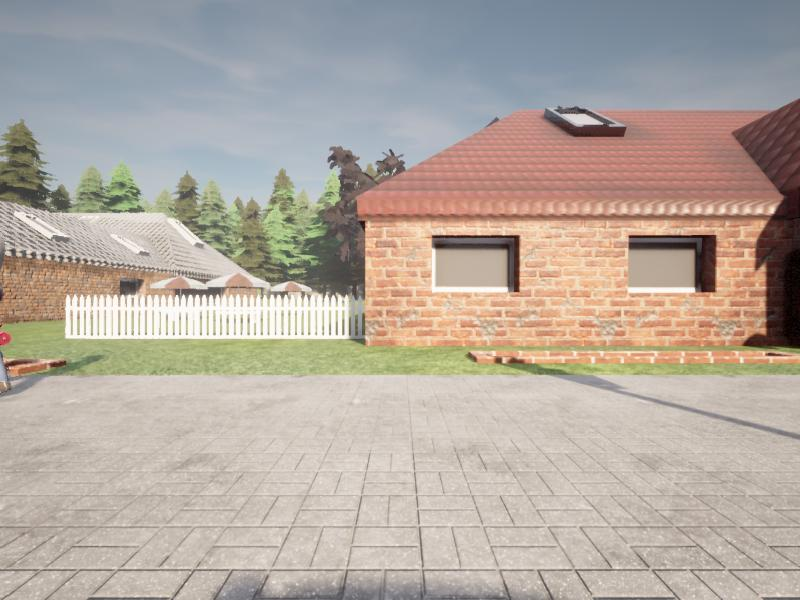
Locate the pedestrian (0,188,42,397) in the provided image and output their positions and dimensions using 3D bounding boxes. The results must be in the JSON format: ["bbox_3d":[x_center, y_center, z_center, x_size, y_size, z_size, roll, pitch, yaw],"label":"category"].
[{"bbox_3d":[-3.932,-0.067,3.600,0.751,1.860,0.751,0,0,-3],"label":"pedestrian"}]
